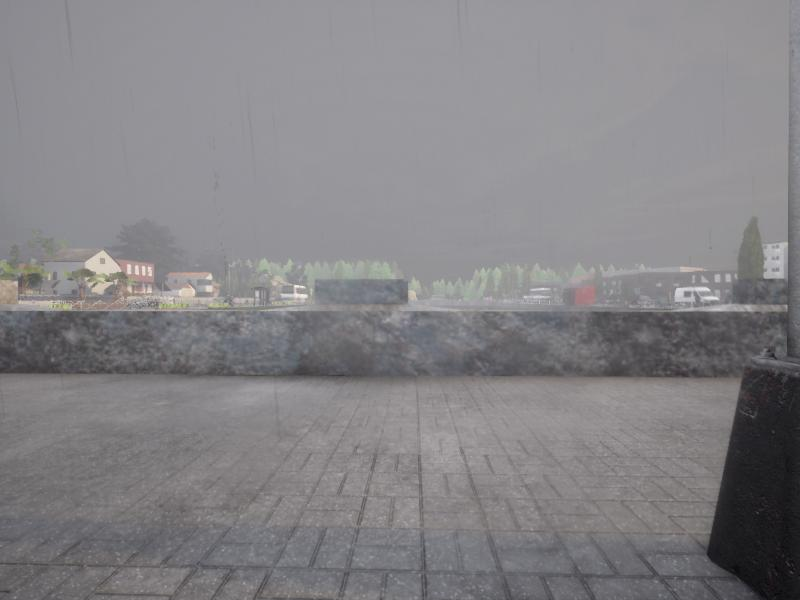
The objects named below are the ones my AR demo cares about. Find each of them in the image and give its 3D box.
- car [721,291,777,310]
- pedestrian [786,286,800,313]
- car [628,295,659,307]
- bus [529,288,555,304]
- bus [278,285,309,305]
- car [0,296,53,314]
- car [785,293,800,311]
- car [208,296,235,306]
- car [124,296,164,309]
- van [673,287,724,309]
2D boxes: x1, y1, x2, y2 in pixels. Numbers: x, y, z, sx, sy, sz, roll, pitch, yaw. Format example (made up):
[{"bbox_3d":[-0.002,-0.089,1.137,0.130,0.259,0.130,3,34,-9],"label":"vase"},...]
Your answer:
[{"bbox_3d":[36.603,0.052,42.120,1.932,1.855,4.605,0,0,2],"label":"car"},{"bbox_3d":[28.009,-0.053,28.261,0.751,1.860,0.751,0,0,2],"label":"pedestrian"},{"bbox_3d":[37.245,0.093,61.336,2.097,1.767,4.553,0,0,2],"label":"car"},{"bbox_3d":[39.006,-1.139,110.369,3.944,4.253,10.273,0,0,2],"label":"bus"},{"bbox_3d":[-23.657,-1.139,89.711,3.944,4.253,10.273,0,0,2],"label":"bus"},{"bbox_3d":[-29.538,0.343,30.577,1.895,1.301,4.718,0,0,2],"label":"car"},{"bbox_3d":[36.340,0.201,34.239,1.801,1.575,5.366,0,0,2],"label":"car"},{"bbox_3d":[-28.410,0.168,63.952,2.033,1.649,4.856,0,0,2],"label":"car"},{"bbox_3d":[-29.034,0.253,45.463,1.970,1.475,3.806,0,0,2],"label":"car"},{"bbox_3d":[36.850,-0.278,49.652,1.988,2.561,5.915,0,0,2],"label":"van"}]
